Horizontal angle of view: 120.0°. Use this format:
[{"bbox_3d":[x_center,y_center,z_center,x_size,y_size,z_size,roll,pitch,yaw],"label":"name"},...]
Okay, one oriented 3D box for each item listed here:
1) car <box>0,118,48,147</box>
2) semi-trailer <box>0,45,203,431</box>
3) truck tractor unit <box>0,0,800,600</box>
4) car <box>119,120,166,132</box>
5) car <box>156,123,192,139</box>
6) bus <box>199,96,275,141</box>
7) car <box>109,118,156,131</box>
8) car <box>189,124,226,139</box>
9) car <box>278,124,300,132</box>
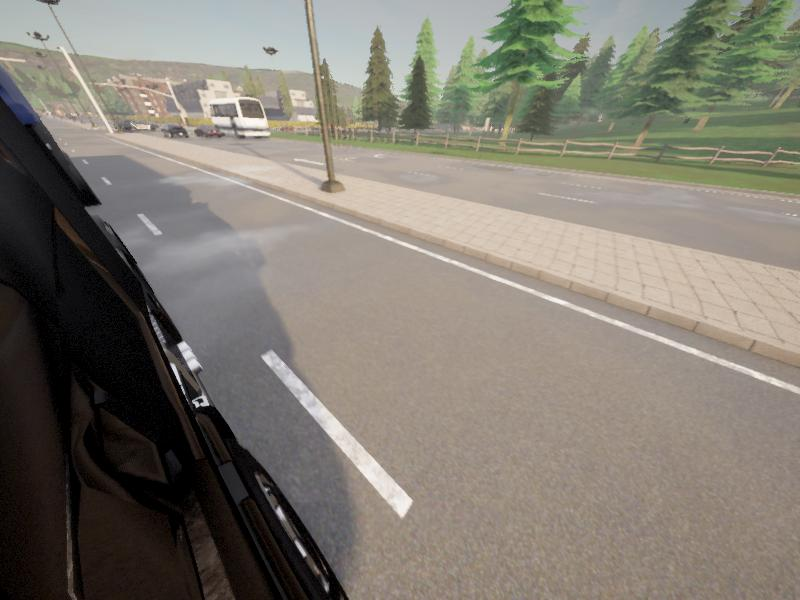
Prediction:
[{"bbox_3d":[-31.677,-13.759,18.896,2.152,1.651,5.027,-29,47,-34],"label":"car"},{"bbox_3d":[-8.746,-3.556,4.205,14.254,4.402,2.717,28,44,30],"label":"semi-trailer"},{"bbox_3d":[-2.645,-0.295,0.351,6.516,4.208,3.053,28,44,30],"label":"truck tractor unit"},{"bbox_3d":[-42.725,-29.028,38.548,4.974,1.542,2.038,-27,45,-33],"label":"car"},{"bbox_3d":[-28.883,-21.636,29.486,4.892,1.490,1.837,27,44,29],"label":"car"},{"bbox_3d":[-22.387,-24.791,31.652,10.273,4.253,3.944,27,44,29],"label":"bus"},{"bbox_3d":[-46.287,-30.401,40.114,4.856,1.649,2.033,-18,43,-23],"label":"car"},{"bbox_3d":[-26.159,-22.930,31.394,5.357,1.411,2.033,27,44,29],"label":"car"},{"bbox_3d":[-27.257,-42.343,56.894,1.994,1.385,4.181,28,44,30],"label":"car"}]
